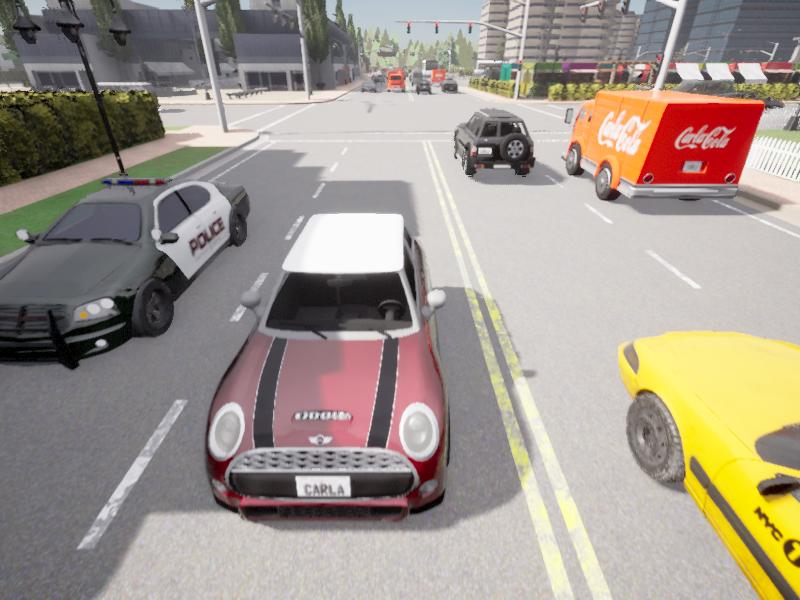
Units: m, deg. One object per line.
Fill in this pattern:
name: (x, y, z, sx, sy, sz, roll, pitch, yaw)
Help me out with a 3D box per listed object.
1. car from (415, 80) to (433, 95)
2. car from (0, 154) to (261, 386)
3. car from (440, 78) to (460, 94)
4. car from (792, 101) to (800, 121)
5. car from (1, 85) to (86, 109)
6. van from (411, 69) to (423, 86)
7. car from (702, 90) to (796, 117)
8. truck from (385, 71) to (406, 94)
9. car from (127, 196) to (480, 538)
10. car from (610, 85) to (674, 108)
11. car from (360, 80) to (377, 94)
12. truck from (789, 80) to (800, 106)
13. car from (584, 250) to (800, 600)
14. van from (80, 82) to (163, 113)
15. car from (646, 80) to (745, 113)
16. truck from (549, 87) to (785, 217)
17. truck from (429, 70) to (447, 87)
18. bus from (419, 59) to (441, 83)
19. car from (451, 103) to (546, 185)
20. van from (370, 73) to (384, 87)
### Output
car: (2.984, -27.110, 50.892, 2.007, 1.525, 4.514, 0, 30, 0)
car: (-4.037, -0.978, 6.159, 2.038, 1.542, 4.974, 0, 30, 0)
car: (6.486, -28.195, 52.607, 1.930, 1.638, 5.238, 0, 30, 0)
car: (28.444, -12.146, 25.159, 5.238, 1.638, 1.930, -1, 30, -1)
car: (-29.585, -16.924, 33.332, 4.856, 1.649, 2.033, 2, 31, 4)
van: (2.999, -39.659, 71.285, 1.988, 2.561, 5.915, 0, 30, 0)
car: (24.388, -13.814, 28.125, 4.514, 1.525, 2.007, -1, 30, -1)
truck: (-0.514, -28.706, 52.656, 2.627, 2.467, 5.204, 0, 30, 0)
car: (-0.535, 0.170, 4.248, 1.970, 1.475, 3.806, 0, 30, 0)
car: (20.513, -17.335, 34.068, 3.988, 1.617, 1.851, -1, 30, -1)
car: (-4.014, -27.853, 52.214, 1.812, 1.442, 4.674, 0, 30, 0)
truck: (37.548, -17.916, 34.216, 5.204, 2.467, 2.627, -1, 30, -1)
car: (2.961, 1.568, 1.753, 1.801, 1.575, 5.366, 0, 30, 0)
van: (-20.765, -15.217, 30.062, 4.442, 1.987, 1.775, -1, 30, -2)
car: (22.724, -15.790, 30.977, 5.566, 2.045, 2.150, -1, 30, -1)
truck: (6.465, -4.312, 10.939, 2.627, 2.467, 5.204, 0, 30, 0)
truck: (6.497, -38.185, 68.870, 2.627, 2.467, 5.204, 0, 30, 0)
bus: (6.375, -49.701, 86.796, 3.944, 4.253, 10.273, 0, 30, 0)
car: (2.967, -5.311, 13.222, 1.932, 1.855, 4.605, 0, 30, 0)
van: (-4.005, -38.592, 70.000, 2.069, 2.038, 4.480, 0, 30, 0)
